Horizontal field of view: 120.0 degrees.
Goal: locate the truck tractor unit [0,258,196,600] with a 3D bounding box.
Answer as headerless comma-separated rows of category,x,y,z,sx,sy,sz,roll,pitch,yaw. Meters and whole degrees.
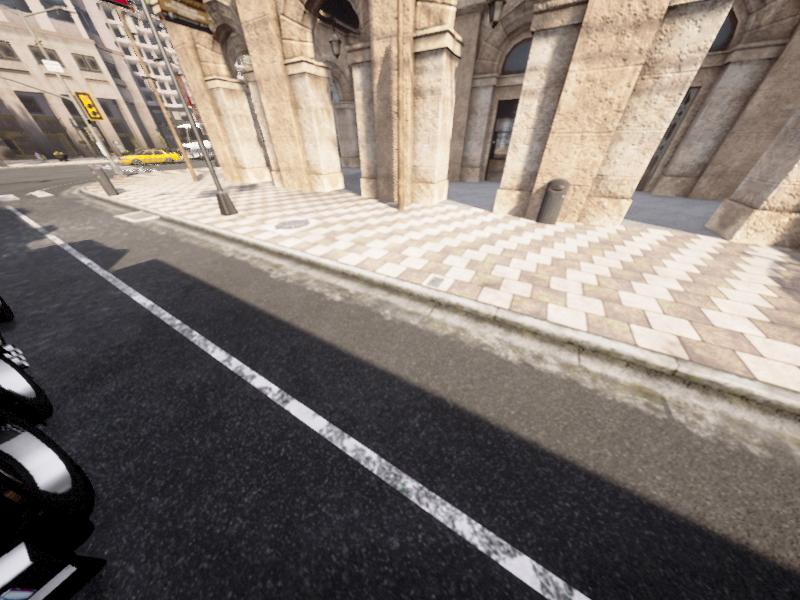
truck tractor unit,-5.097,-0.315,0.791,6.516,4.208,3.053,19,39,25

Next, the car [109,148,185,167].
car,-28.308,-16.222,26.159,1.801,1.575,5.366,18,39,24

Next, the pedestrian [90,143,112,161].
pedestrian,-37.430,-18.494,28.947,0.751,1.860,0.751,-22,40,-28
